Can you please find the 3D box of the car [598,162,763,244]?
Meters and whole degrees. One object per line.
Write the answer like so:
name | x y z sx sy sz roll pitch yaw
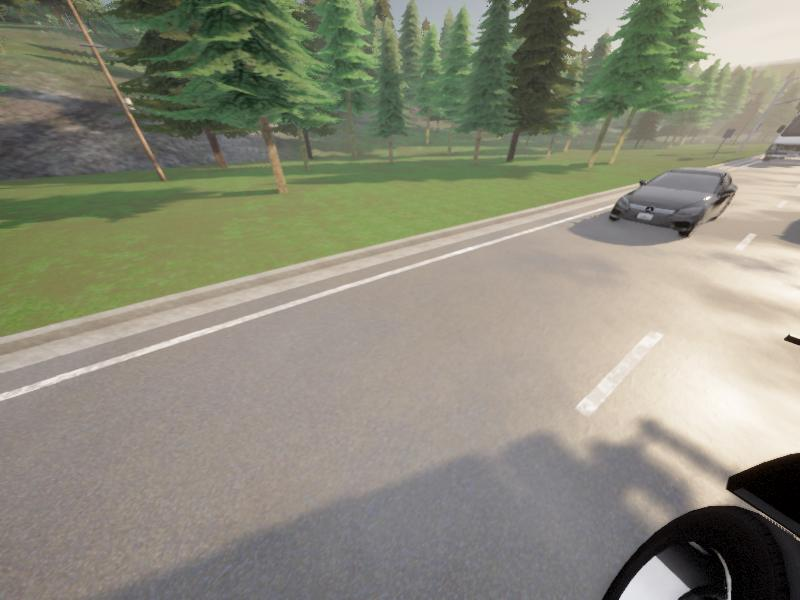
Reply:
car | 8.545 -3.170 7.047 4.674 1.442 1.812 -20 40 -25

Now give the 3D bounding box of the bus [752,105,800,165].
bus | 39.553 -15.650 21.983 10.273 4.253 3.944 -20 40 -25
